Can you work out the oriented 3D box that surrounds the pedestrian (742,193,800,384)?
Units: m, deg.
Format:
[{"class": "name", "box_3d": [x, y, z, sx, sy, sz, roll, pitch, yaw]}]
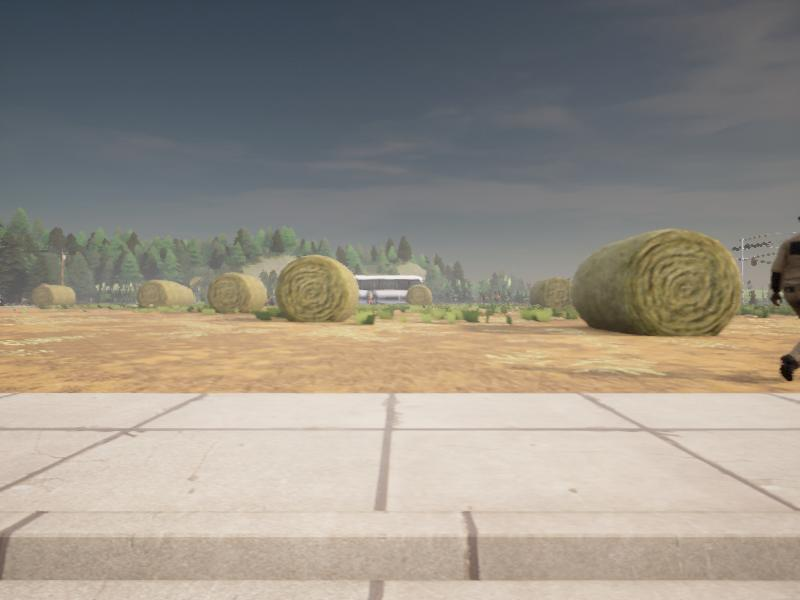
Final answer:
[{"class": "pedestrian", "box_3d": [4.235, -0.114, 4.148, 0.751, 1.860, 0.751, 0, 0, -11]}]

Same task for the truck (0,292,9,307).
[{"class": "truck", "box_3d": [-59.866, -0.084, 57.223, 6.274, 2.098, 2.390, 0, 0, 9]}]

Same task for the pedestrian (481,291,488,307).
[{"class": "pedestrian", "box_3d": [10.333, -0.120, 48.939, 0.751, 1.860, 0.751, 0, 0, -5]}]

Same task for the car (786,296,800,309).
[{"class": "car", "box_3d": [44.739, 0.291, 42.740, 2.163, 1.488, 4.792, 0, 0, -8]}]

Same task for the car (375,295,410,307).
[{"class": "car", "box_3d": [-1.066, 0.169, 57.178, 4.856, 1.649, 2.033, 0, 0, 4]}]

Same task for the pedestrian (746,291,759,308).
[{"class": "pedestrian", "box_3d": [39.607, -0.076, 44.960, 0.751, 1.860, 0.751, 0, 0, -17]}]

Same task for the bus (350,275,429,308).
[{"class": "bus", "box_3d": [-1.261, -1.142, 53.793, 10.273, 4.253, 3.944, 0, 0, 4]}]

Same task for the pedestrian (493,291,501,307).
[{"class": "pedestrian", "box_3d": [11.462, -0.120, 47.368, 0.751, 1.860, 0.751, 0, 0, -1]}]

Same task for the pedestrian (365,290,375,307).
[{"class": "pedestrian", "box_3d": [-3.345, -0.123, 44.510, 0.751, 1.860, 0.751, 0, 0, -42]}]
